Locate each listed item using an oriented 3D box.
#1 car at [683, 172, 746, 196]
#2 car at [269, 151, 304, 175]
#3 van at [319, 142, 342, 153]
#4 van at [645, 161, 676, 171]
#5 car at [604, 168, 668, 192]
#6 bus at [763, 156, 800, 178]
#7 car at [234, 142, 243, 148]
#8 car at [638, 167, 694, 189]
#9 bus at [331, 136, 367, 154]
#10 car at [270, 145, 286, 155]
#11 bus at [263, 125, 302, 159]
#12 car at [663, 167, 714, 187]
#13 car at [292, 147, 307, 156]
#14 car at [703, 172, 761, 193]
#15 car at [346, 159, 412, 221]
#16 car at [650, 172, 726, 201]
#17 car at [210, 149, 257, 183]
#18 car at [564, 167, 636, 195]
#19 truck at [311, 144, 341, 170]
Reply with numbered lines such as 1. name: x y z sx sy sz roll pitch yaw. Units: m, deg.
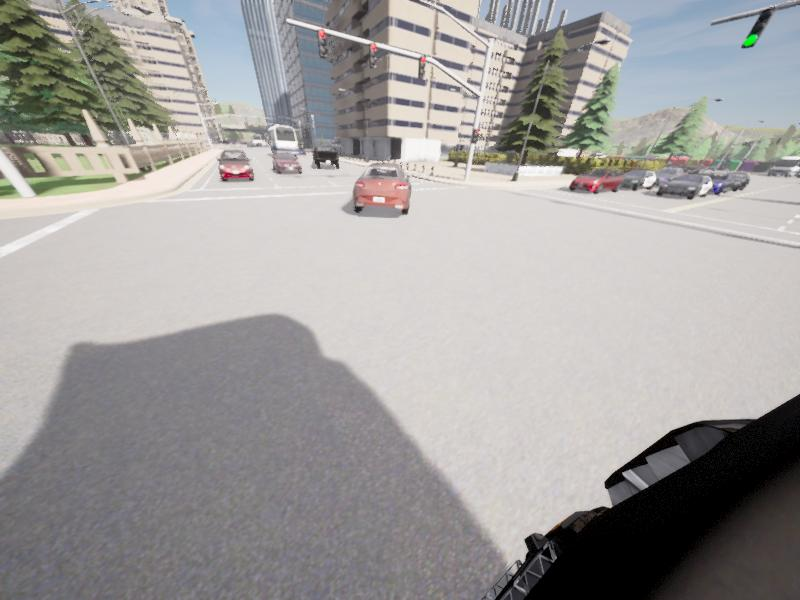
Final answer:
1. car: 27.092 -10.087 19.913 4.514 1.525 2.007 -16 38 -26
2. car: -9.710 -11.711 19.694 1.812 1.442 4.674 -16 38 -26
3. van: -22.322 -48.872 74.073 6.366 2.431 2.351 -16 38 -26
4. van: 66.789 -34.383 59.251 2.069 2.038 4.480 -16 38 -26
5. car: 20.222 -10.369 19.822 4.974 1.542 2.038 -16 38 -26
6. bus: 96.578 -33.085 57.489 10.273 4.253 3.944 -15 37 -25
7. car: -52.070 -49.949 74.390 1.801 1.575 5.366 -16 38 -26
8. car: 26.248 -12.114 22.830 4.856 1.649 2.033 -16 38 -26
9. bus: -16.039 -49.078 73.198 10.273 4.253 3.944 -16 38 -26
10. car: -25.528 -31.313 48.160 2.128 1.511 4.902 -16 38 -26
11. bus: -20.474 -27.359 40.054 3.944 4.253 10.273 -16 38 -26
12. car: 32.337 -13.858 25.889 4.611 1.667 2.242 -16 38 -26
13. car: -20.097 -29.771 46.261 1.816 1.474 4.193 -16 38 -26
14. car: 32.607 -11.643 22.698 4.902 1.511 2.128 -16 38 -26
15. car: -0.640 -4.969 9.991 2.152 1.651 5.027 3 33 0
16. car: 21.045 -8.378 16.866 4.974 1.542 2.038 -16 38 -26
17. car: -10.636 -8.768 15.014 1.851 1.617 3.988 -14 37 -24
18. car: 14.792 -8.871 17.148 4.514 1.525 2.007 -15 37 -25
19. truck: -8.387 -16.141 25.912 2.390 2.098 6.274 -9 35 -18
